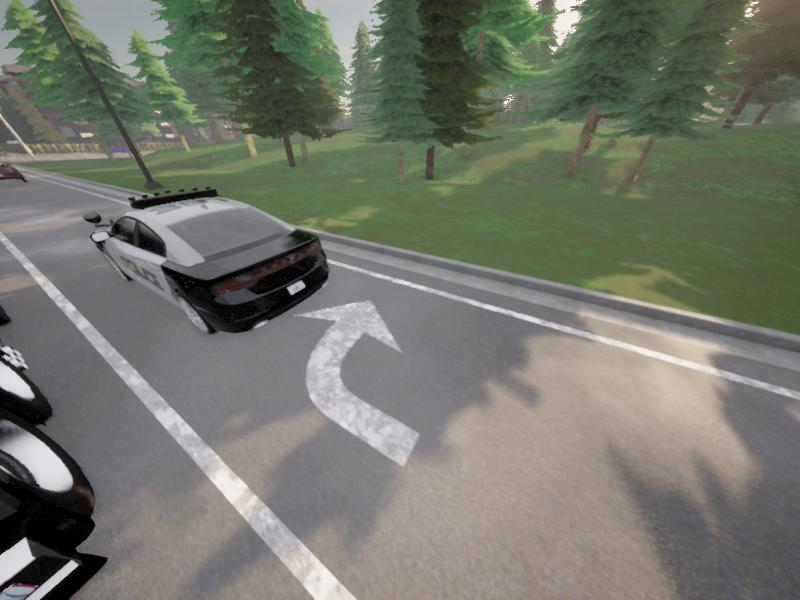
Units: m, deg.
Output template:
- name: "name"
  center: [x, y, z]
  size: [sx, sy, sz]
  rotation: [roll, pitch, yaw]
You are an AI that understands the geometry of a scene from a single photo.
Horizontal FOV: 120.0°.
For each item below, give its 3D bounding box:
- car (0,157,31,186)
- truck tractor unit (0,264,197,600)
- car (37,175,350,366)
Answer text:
- name: "car"
  center: [-27.582, -8.743, 15.629]
  size: [4.674, 1.442, 1.812]
  rotation: [18, 39, 25]
- name: "truck tractor unit"
  center: [-5.114, -0.294, 0.792]
  size: [6.516, 4.208, 3.053]
  rotation: [18, 39, 24]
- name: "car"
  center: [-3.671, -1.070, 4.159]
  size: [5.238, 1.638, 1.930]
  rotation: [18, 39, 24]
